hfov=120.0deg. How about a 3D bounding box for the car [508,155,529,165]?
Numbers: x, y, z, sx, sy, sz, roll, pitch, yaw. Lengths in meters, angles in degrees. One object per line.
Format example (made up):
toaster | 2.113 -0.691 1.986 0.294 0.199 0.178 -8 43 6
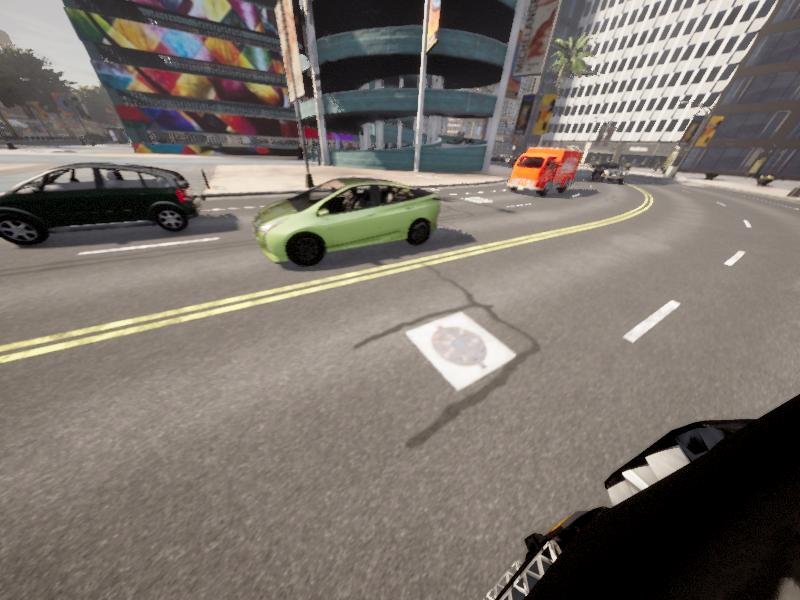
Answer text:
car | 25.242 -29.884 49.331 1.789 1.549 3.705 -10 35 -19

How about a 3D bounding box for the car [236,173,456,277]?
car | -1.119 -2.153 5.718 4.514 1.525 2.007 -17 38 -27

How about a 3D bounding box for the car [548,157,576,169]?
car | 30.733 -26.053 43.953 1.851 1.617 3.988 -4 34 -10

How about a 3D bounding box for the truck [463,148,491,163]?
truck | 16.695 -31.735 50.646 2.627 2.467 5.204 -14 37 -24

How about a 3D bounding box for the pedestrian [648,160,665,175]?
pedestrian | 38.365 -19.781 34.561 0.751 1.860 0.751 9 34 9

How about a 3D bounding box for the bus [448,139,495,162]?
bus | 16.943 -36.364 56.003 3.944 4.253 10.273 -16 38 -26

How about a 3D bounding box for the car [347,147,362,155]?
car | -10.653 -34.919 54.098 2.007 1.523 4.514 -16 38 -26

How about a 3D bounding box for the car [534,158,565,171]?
car | 24.595 -22.463 38.169 2.007 1.525 4.514 0 34 -4

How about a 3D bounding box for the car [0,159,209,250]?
car | -7.475 -2.565 5.833 3.705 1.549 1.789 -16 38 -26

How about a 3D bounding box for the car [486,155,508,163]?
car | 22.662 -33.183 54.248 1.994 1.385 4.181 -16 38 -26

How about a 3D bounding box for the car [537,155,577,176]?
car | 20.277 -17.673 30.180 2.150 2.045 5.566 9 34 9

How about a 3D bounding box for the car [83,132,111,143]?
car | -66.608 -35.727 50.883 1.932 1.855 4.605 -16 38 -26

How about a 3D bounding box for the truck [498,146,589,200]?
truck | 9.167 -8.210 14.741 5.204 2.467 2.627 -24 43 -34

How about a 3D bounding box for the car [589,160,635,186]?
car | 20.696 -12.656 22.831 1.932 1.855 4.605 17 36 19

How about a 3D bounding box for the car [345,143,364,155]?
car | -10.607 -35.216 53.840 2.435 2.045 5.566 -16 38 -26

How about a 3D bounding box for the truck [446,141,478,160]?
truck | 16.469 -40.321 62.296 2.891 3.827 8.468 -16 38 -26
